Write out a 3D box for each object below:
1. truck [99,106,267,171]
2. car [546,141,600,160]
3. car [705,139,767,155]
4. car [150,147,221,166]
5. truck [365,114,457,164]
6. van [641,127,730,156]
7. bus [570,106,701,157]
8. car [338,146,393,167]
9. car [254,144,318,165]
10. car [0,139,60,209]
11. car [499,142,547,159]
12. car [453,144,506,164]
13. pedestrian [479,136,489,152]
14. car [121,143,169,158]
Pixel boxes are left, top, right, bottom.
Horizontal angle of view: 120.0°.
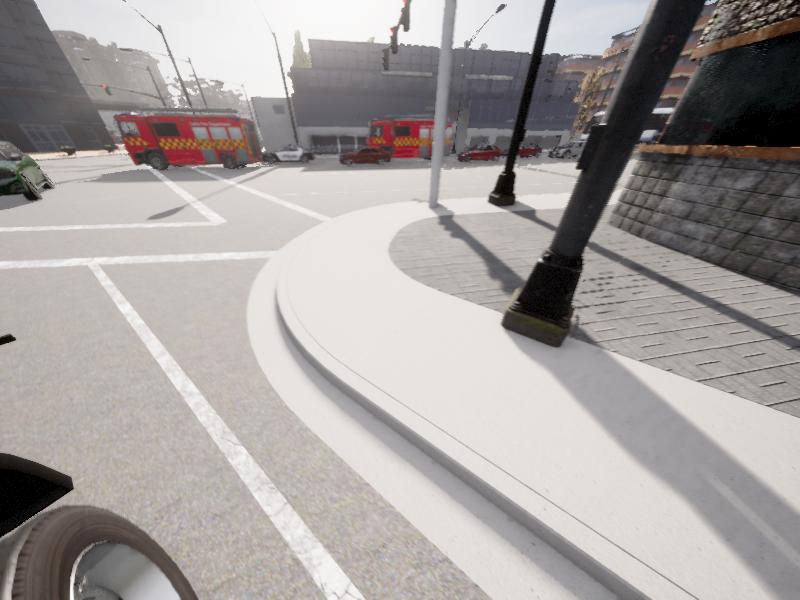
[{"bbox_3d":[-16.073,-12.554,18.184,8.468,3.827,2.891,-6,36,-8],"label":"truck"},{"bbox_3d":[17.402,-15.195,23.423,3.806,1.475,1.970,-7,36,-7],"label":"car"},{"bbox_3d":[38.363,-17.539,26.434,4.674,1.442,1.812,-7,36,-10],"label":"car"},{"bbox_3d":[-19.609,-13.307,21.358,4.181,1.385,1.994,-4,35,-6],"label":"car"},{"bbox_3d":[0.940,-16.334,23.485,8.468,3.827,2.891,-6,36,-8],"label":"truck"},{"bbox_3d":[30.549,-17.064,24.896,6.366,2.431,2.351,-6,36,-8],"label":"van"},{"bbox_3d":[26.513,-19.366,26.611,10.273,4.253,3.944,-7,36,-7],"label":"bus"},{"bbox_3d":[-3.058,-12.874,20.716,4.674,1.442,1.812,-6,36,-8],"label":"car"},{"bbox_3d":[-10.887,-14.193,22.486,4.974,1.542,2.038,-6,36,-8],"label":"car"},{"bbox_3d":[-16.805,-5.262,9.400,2.150,2.045,5.566,-30,45,-35],"label":"car"},{"bbox_3d":[13.650,-16.768,25.867,4.181,1.385,1.994,-7,36,-7],"label":"car"},{"bbox_3d":[7.519,-14.036,22.144,4.193,1.474,1.816,-7,36,-7],"label":"car"},{"bbox_3d":[12.068,-22.552,33.342,0.751,1.860,0.751,-10,37,-14],"label":"pedestrian"},{"bbox_3d":[-31.342,-18.562,28.592,1.816,1.474,4.193,-6,36,-9],"label":"car"}]
